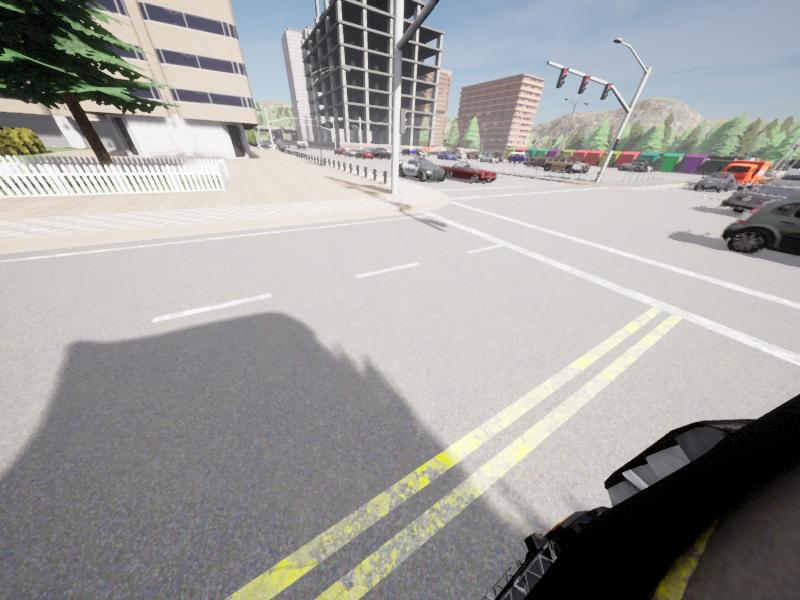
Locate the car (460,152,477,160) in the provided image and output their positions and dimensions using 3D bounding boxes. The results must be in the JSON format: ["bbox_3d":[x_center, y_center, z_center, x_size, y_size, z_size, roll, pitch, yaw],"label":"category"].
[{"bbox_3d":[17.806,-37.609,60.301,1.784,1.438,3.905,-16,38,-26],"label":"car"}]

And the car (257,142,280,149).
[{"bbox_3d":[-36.255,-42.716,63.919,2.038,1.542,4.974,27,41,32],"label":"car"}]

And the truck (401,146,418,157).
[{"bbox_3d":[2.251,-37.521,58.429,2.069,2.038,4.478,-16,38,-26],"label":"truck"}]

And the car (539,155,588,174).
[{"bbox_3d":[21.670,-18.115,30.879,1.932,1.855,4.605,-16,38,-26],"label":"car"}]

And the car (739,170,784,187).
[{"bbox_3d":[44.112,-14.832,28.200,5.366,1.575,1.801,-15,38,-25],"label":"car"}]

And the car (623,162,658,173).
[{"bbox_3d":[43.680,-24.142,42.067,1.970,1.475,3.806,-16,38,-26],"label":"car"}]

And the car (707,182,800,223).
[{"bbox_3d":[19.209,-4.716,11.244,5.357,1.411,2.033,2,34,-2],"label":"car"}]

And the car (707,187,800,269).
[{"bbox_3d":[11.321,-1.566,5.709,1.851,1.617,3.988,-18,39,-28],"label":"car"}]

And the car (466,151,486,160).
[{"bbox_3d":[20.113,-38.469,61.390,1.932,1.855,4.605,-16,38,-26],"label":"car"}]

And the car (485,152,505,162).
[{"bbox_3d":[22.153,-33.464,54.020,1.905,1.878,3.866,-16,38,-26],"label":"car"}]

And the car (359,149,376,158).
[{"bbox_3d":[-6.826,-30.497,48.010,1.812,1.442,4.674,-16,38,-26],"label":"car"}]

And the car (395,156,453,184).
[{"bbox_3d":[1.726,-10.479,18.460,2.038,1.542,4.974,-15,38,-25],"label":"car"}]

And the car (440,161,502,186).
[{"bbox_3d":[5.630,-10.456,18.935,1.895,1.301,4.718,-17,38,-27],"label":"car"}]

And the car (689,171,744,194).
[{"bbox_3d":[28.131,-10.525,20.546,3.633,1.501,1.845,-15,38,-25],"label":"car"}]

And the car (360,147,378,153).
[{"bbox_3d":[-10.341,-50.133,77.146,5.357,1.411,2.033,-16,38,-26],"label":"car"}]

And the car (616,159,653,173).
[{"bbox_3d":[41.177,-23.635,40.680,1.905,1.878,3.866,-16,38,-26],"label":"car"}]

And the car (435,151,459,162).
[{"bbox_3d":[9.753,-29.825,47.898,2.242,1.667,4.611,-16,38,-26],"label":"car"}]

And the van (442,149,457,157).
[{"bbox_3d":[17.341,-51.616,81.005,4.480,2.038,2.069,-16,38,-26],"label":"van"}]

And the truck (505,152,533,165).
[{"bbox_3d":[25.344,-30.375,49.439,2.069,2.038,4.478,-16,38,-26],"label":"truck"}]

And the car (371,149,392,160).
[{"bbox_3d":[-3.571,-27.323,43.397,1.882,1.535,5.008,-16,38,-26],"label":"car"}]

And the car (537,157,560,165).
[{"bbox_3d":[34.958,-32.848,54.446,1.784,1.438,3.905,-16,38,-26],"label":"car"}]

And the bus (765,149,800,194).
[{"bbox_3d":[44.871,-13.856,24.362,10.273,4.253,3.944,-16,38,-24],"label":"bus"}]

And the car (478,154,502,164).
[{"bbox_3d":[17.830,-27.947,45.819,1.970,1.475,3.806,-16,38,-26],"label":"car"}]

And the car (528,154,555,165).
[{"bbox_3d":[32.427,-32.343,53.112,1.932,1.855,4.605,-16,38,-26],"label":"car"}]

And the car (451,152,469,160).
[{"bbox_3d":[15.297,-36.872,59.058,1.970,1.475,3.806,-16,38,-26],"label":"car"}]

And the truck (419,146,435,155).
[{"bbox_3d":[10.071,-56.428,87.295,5.204,2.467,2.627,-16,38,-26],"label":"truck"}]

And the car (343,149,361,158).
[{"bbox_3d":[-9.702,-29.425,46.312,1.895,1.301,4.718,-16,38,-26],"label":"car"}]

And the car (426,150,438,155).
[{"bbox_3d":[11.625,-54.190,85.022,3.806,1.475,1.970,-16,38,-26],"label":"car"}]

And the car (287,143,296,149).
[{"bbox_3d":[-37.255,-52.934,79.375,1.851,1.617,3.988,-16,38,-26],"label":"car"}]

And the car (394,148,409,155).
[{"bbox_3d":[0.409,-51.009,79.248,4.611,1.667,2.242,-16,38,-26],"label":"car"}]

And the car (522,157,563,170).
[{"bbox_3d":[23.335,-22.473,37.989,2.033,1.415,5.357,-16,38,-26],"label":"car"}]

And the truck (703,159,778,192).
[{"bbox_3d":[34.087,-12.534,23.174,5.204,2.467,2.627,-15,38,-25],"label":"truck"}]

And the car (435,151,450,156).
[{"bbox_3d":[15.467,-53.076,83.594,4.902,1.511,2.128,-16,38,-26],"label":"car"}]

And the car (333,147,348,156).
[{"bbox_3d":[-13.199,-32.945,51.207,1.812,1.442,4.674,-16,38,-26],"label":"car"}]

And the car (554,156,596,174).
[{"bbox_3d":[24.204,-18.797,32.103,1.905,1.878,3.866,-16,38,-26],"label":"car"}]

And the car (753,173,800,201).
[{"bbox_3d":[32.372,-9.519,19.271,5.027,1.651,2.152,-16,38,-26],"label":"car"}]

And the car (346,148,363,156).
[{"bbox_3d":[-10.464,-34.082,53.173,2.033,1.411,5.357,-16,38,-26],"label":"car"}]

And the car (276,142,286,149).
[{"bbox_3d":[-39.400,-51.251,76.573,2.033,1.649,4.856,-16,38,-26],"label":"car"}]

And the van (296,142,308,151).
[{"bbox_3d":[-28.215,-44.211,66.481,2.069,2.038,4.480,-16,38,-26],"label":"van"}]

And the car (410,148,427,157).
[{"bbox_3d":[4.719,-38.189,59.793,1.932,1.855,4.605,-16,38,-26],"label":"car"}]

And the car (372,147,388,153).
[{"bbox_3d":[-6.631,-49.071,75.585,4.892,1.490,1.837,-16,38,-26],"label":"car"}]

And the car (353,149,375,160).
[{"bbox_3d":[-6.504,-26.340,41.746,2.163,1.488,4.792,-16,38,-26],"label":"car"}]
